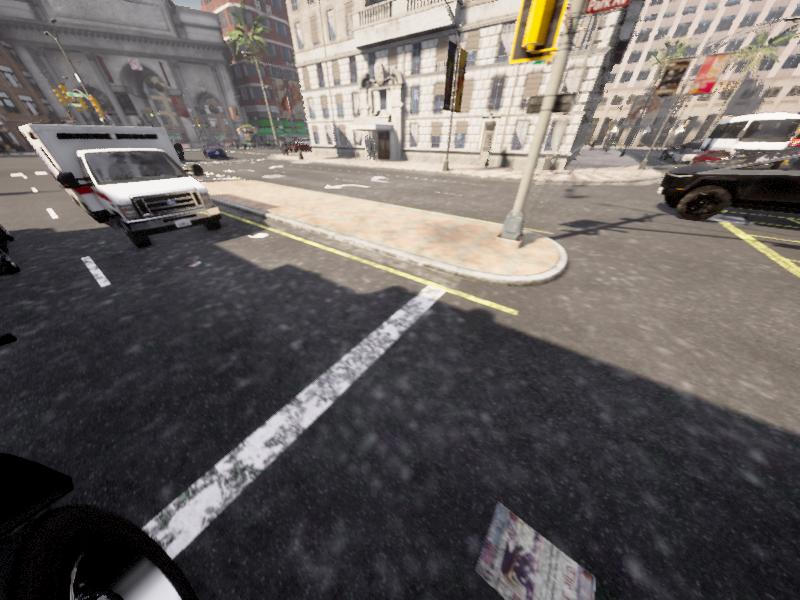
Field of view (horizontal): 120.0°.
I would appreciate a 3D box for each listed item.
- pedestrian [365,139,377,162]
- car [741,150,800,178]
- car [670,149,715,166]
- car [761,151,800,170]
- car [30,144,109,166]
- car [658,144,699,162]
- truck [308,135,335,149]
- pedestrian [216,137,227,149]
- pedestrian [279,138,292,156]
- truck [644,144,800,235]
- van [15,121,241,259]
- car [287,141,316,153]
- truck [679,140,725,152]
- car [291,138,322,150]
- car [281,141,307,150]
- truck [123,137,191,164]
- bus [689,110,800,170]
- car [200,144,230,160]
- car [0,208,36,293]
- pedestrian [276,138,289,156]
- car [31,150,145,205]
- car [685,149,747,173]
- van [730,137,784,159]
[{"bbox_3d":[-2.972,-15.318,23.668,0.751,1.860,0.751,25,42,30],"label":"pedestrian"},{"bbox_3d":[29.901,-10.730,18.061,2.038,1.542,4.974,22,41,27],"label":"car"},{"bbox_3d":[31.525,-15.529,25.081,1.895,1.301,4.718,22,41,28],"label":"car"},{"bbox_3d":[37.269,-13.187,21.815,1.895,1.301,4.718,22,41,28],"label":"car"},{"bbox_3d":[-30.855,-13.805,21.873,2.128,1.511,4.902,-14,38,-19],"label":"car"},{"bbox_3d":[35.576,-18.979,29.683,2.242,1.667,4.611,23,41,28],"label":"car"},{"bbox_3d":[-18.195,-36.808,53.763,2.627,2.467,5.204,22,41,28],"label":"truck"},{"bbox_3d":[-33.754,-29.640,43.682,0.751,1.860,0.751,-9,36,-13],"label":"pedestrian"},{"bbox_3d":[-14.444,-19.276,29.172,0.751,1.860,0.751,15,38,20],"label":"pedestrian"},{"bbox_3d":[12.168,-3.302,6.877,6.274,2.098,2.390,22,41,28],"label":"truck"},{"bbox_3d":[-7.887,-3.507,6.698,6.366,2.431,2.351,22,41,28],"label":"van"},{"bbox_3d":[-17.116,-26.829,40.378,1.851,1.617,3.988,21,40,27],"label":"car"},{"bbox_3d":[66.755,-34.149,51.094,6.274,2.098,2.390,-2,35,-3],"label":"truck"},{"bbox_3d":[-19.217,-32.321,47.759,2.150,2.045,5.566,23,41,28],"label":"car"},{"bbox_3d":[-22.482,-32.971,49.174,1.812,1.442,4.674,22,41,28],"label":"car"},{"bbox_3d":[-25.386,-15.747,24.169,6.274,2.098,2.390,18,39,23],"label":"truck"},{"bbox_3d":[35.821,-16.613,24.094,3.944,4.253,10.273,22,41,28],"label":"bus"},{"bbox_3d":[-22.411,-17.949,27.950,1.994,1.385,4.181,-25,43,-31],"label":"car"},{"bbox_3d":[-9.515,-1.286,4.432,5.357,1.411,2.033,22,41,28],"label":"car"},{"bbox_3d":[-14.954,-19.470,29.441,0.751,1.860,0.751,0,35,-1],"label":"pedestrian"},{"bbox_3d":[-14.178,-5.740,10.498,4.856,1.649,2.033,22,41,28],"label":"car"},{"bbox_3d":[27.635,-12.358,20.423,1.812,1.442,4.674,22,41,28],"label":"car"},{"bbox_3d":[52.388,-22.536,34.125,1.988,2.561,5.915,22,41,28],"label":"van"}]
